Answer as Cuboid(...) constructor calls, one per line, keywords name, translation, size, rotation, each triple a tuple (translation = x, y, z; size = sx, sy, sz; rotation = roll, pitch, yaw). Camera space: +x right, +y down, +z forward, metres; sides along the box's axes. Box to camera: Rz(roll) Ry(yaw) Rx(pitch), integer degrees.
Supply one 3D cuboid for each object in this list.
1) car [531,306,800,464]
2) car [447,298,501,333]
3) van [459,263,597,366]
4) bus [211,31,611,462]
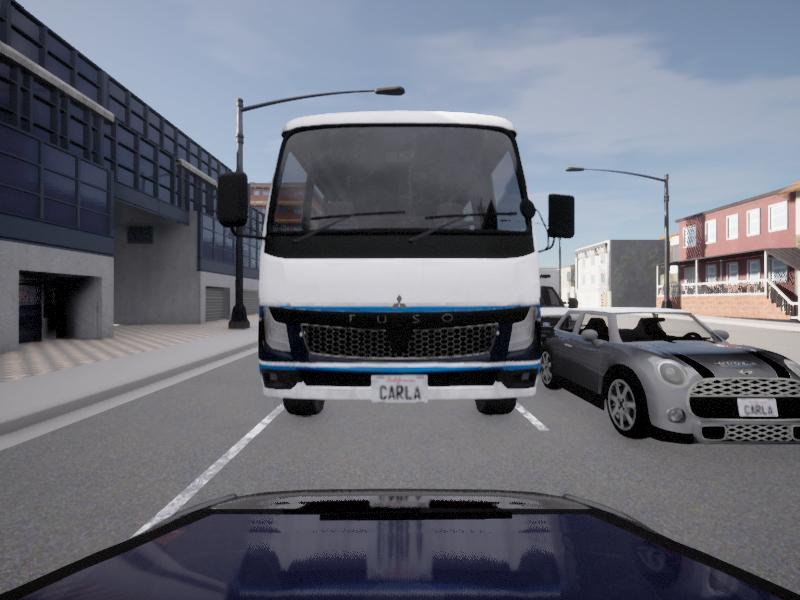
Cuboid(name="car", translation=(3.502, 0.852, 5.780), size=(1.970, 1.475, 3.806), rotation=(0, 0, 0))
Cuboid(name="car", translation=(3.500, 0.683, 19.815), size=(1.812, 1.442, 4.674), rotation=(0, 1, 0))
Cuboid(name="van", translation=(3.500, 0.309, 12.675), size=(2.351, 2.431, 6.366), rotation=(0, 1, 0))
Cuboid(name="bus", translation=(0.118, -0.566, 9.093), size=(3.944, 4.253, 10.273), rotation=(0, 1, 0))
